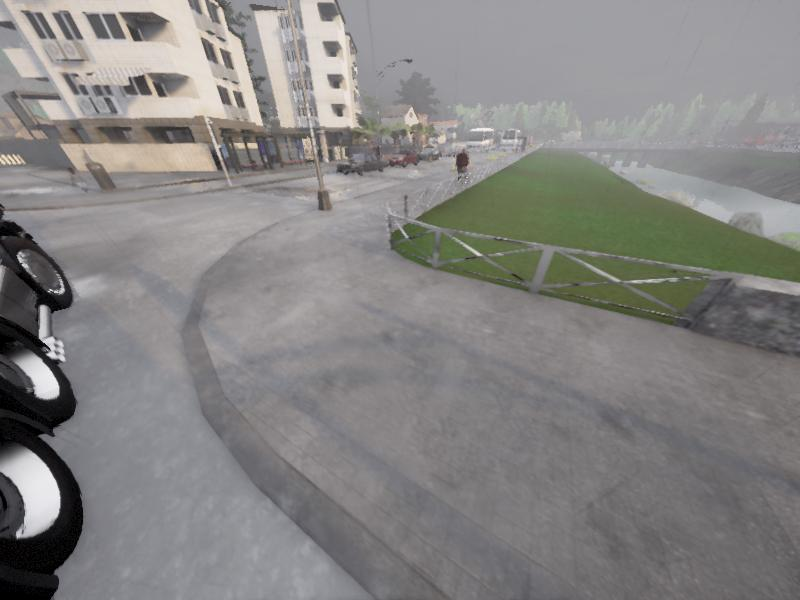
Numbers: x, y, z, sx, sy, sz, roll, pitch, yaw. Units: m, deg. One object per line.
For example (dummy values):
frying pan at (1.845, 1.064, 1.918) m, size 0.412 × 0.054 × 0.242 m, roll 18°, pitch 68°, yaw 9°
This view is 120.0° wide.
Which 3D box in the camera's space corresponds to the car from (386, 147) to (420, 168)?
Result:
car at (0.382, -15.163, 24.513) m, size 1.851 × 1.617 × 3.988 m, roll 17°, pitch 38°, yaw 23°

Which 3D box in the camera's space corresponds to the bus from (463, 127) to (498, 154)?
bus at (16.982, -33.420, 48.432) m, size 3.944 × 4.253 × 10.273 m, roll 17°, pitch 39°, yaw 23°

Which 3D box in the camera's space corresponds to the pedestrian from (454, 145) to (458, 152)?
pedestrian at (12.516, -33.854, 51.504) m, size 0.751 × 1.300 × 0.751 m, roll 4°, pitch 35°, yaw 7°

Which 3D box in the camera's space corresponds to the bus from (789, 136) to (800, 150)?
bus at (93.087, -34.911, 50.073) m, size 3.944 × 4.253 × 10.273 m, roll 17°, pitch 39°, yaw 23°

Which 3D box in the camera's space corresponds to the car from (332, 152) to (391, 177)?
car at (-2.998, -11.550, 19.505) m, size 2.033 × 1.411 × 5.357 m, roll 17°, pitch 38°, yaw 23°

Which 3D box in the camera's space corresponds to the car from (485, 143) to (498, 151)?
car at (23.208, -38.928, 58.737) m, size 1.801 × 1.575 × 5.366 m, roll 17°, pitch 38°, yaw 23°

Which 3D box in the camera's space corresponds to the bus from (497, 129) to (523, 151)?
bus at (27.907, -40.353, 58.377) m, size 3.944 × 4.253 × 10.273 m, roll 17°, pitch 38°, yaw 23°

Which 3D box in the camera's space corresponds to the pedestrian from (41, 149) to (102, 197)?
pedestrian at (-15.438, -5.992, 10.912) m, size 0.751 × 1.860 × 0.751 m, roll 16°, pitch 38°, yaw 22°

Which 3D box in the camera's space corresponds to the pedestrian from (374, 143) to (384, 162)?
pedestrian at (-2.549, -18.000, 28.181) m, size 0.751 × 1.860 × 0.751 m, roll 21°, pitch 40°, yaw 28°

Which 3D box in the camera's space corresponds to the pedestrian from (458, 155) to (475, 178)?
pedestrian at (4.657, -9.346, 16.128) m, size 0.751 × 1.300 × 0.751 m, roll 20°, pitch 39°, yaw 26°

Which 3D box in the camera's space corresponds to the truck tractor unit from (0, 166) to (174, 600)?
truck tractor unit at (-4.935, -0.445, 0.996) m, size 6.516 × 4.208 × 3.053 m, roll 25°, pitch 42°, yaw 31°

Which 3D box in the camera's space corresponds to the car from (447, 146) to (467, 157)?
car at (9.380, -24.468, 38.100) m, size 1.994 × 1.385 × 4.181 m, roll 16°, pitch 38°, yaw 22°

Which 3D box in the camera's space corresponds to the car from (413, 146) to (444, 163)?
car at (3.686, -18.619, 29.452) m, size 1.930 × 1.638 × 5.238 m, roll 17°, pitch 38°, yaw 23°

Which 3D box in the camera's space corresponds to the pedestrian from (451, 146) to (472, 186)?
pedestrian at (3.484, -7.632, 13.169) m, size 0.751 × 1.860 × 0.751 m, roll 17°, pitch 38°, yaw 23°
